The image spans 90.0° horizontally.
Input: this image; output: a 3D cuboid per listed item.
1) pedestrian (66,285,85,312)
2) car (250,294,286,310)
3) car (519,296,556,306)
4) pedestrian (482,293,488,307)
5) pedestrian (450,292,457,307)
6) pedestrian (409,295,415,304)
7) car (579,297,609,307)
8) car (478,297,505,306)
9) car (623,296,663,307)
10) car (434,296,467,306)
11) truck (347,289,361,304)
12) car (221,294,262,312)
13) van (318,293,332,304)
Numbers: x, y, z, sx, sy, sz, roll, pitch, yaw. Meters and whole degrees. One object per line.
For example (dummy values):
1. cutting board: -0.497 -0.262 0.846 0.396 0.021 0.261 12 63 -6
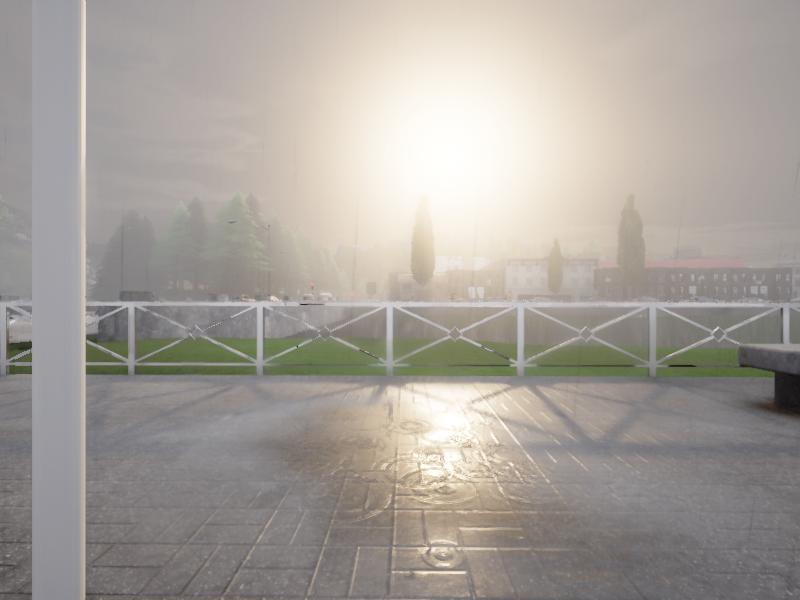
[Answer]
1. pedestrian: -22.703 -0.090 27.976 0.751 1.860 0.751 0 0 -5
2. car: -13.519 0.210 41.209 2.038 1.542 4.974 0 0 1
3. car: 21.996 0.186 64.041 5.238 1.638 1.930 0 0 1
4. pedestrian: 11.453 -0.057 53.940 0.751 1.860 0.751 0 0 6
5. pedestrian: 6.859 -0.062 51.512 0.751 1.860 0.751 0 0 0
6. pedestrian: 2.346 -0.067 77.876 0.751 1.860 0.751 0 0 42
7. car: 31.016 0.309 63.915 3.806 1.475 1.970 0 0 1
8. car: 14.631 0.262 64.144 3.806 1.475 1.970 0 0 1
9. car: 38.683 0.202 63.808 5.238 1.638 1.930 0 0 1
10. car: 8.056 0.183 64.236 5.027 1.651 2.152 0 0 1
11. truck: -12.517 -0.945 110.000 2.891 3.827 8.468 0 0 1
12. car: -13.617 0.239 34.610 1.816 1.474 4.193 0 0 1
13. van: -16.817 -0.322 89.964 1.988 2.561 5.915 0 0 1
